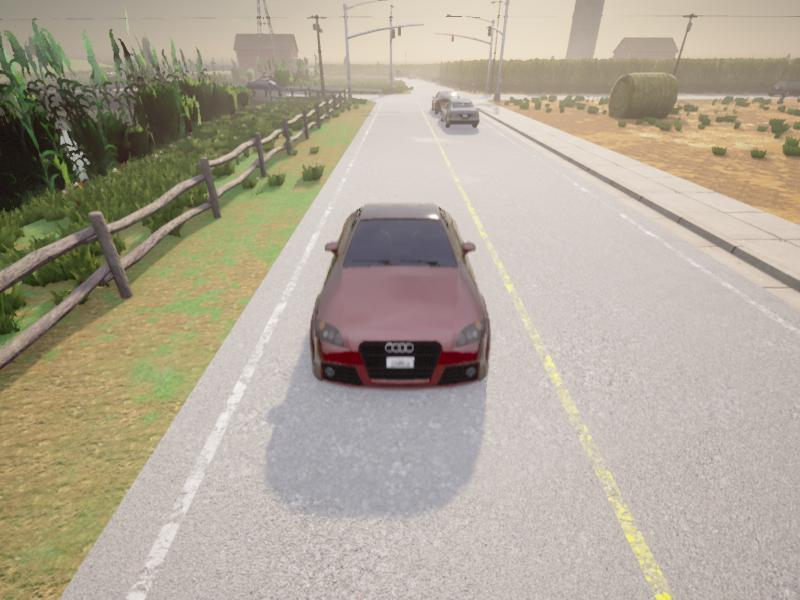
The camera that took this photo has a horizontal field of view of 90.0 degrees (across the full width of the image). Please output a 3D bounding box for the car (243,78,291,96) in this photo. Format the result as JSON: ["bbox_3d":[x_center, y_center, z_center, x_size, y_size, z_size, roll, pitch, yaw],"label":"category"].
[{"bbox_3d":[-14.791,-23.876,44.771,4.674,1.442,1.812,4,30,1],"label":"car"}]

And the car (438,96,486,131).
[{"bbox_3d":[3.506,-11.161,23.753,2.033,1.411,5.357,0,30,0],"label":"car"}]

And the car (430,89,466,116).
[{"bbox_3d":[3.506,-14.916,30.098,2.163,1.488,4.792,0,30,0],"label":"car"}]

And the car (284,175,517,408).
[{"bbox_3d":[0.003,-0.539,5.585,1.994,1.385,4.181,0,30,0],"label":"car"}]

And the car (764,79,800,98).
[{"bbox_3d":[45.325,-24.307,45.943,4.553,1.767,2.097,-2,30,-3],"label":"car"}]
